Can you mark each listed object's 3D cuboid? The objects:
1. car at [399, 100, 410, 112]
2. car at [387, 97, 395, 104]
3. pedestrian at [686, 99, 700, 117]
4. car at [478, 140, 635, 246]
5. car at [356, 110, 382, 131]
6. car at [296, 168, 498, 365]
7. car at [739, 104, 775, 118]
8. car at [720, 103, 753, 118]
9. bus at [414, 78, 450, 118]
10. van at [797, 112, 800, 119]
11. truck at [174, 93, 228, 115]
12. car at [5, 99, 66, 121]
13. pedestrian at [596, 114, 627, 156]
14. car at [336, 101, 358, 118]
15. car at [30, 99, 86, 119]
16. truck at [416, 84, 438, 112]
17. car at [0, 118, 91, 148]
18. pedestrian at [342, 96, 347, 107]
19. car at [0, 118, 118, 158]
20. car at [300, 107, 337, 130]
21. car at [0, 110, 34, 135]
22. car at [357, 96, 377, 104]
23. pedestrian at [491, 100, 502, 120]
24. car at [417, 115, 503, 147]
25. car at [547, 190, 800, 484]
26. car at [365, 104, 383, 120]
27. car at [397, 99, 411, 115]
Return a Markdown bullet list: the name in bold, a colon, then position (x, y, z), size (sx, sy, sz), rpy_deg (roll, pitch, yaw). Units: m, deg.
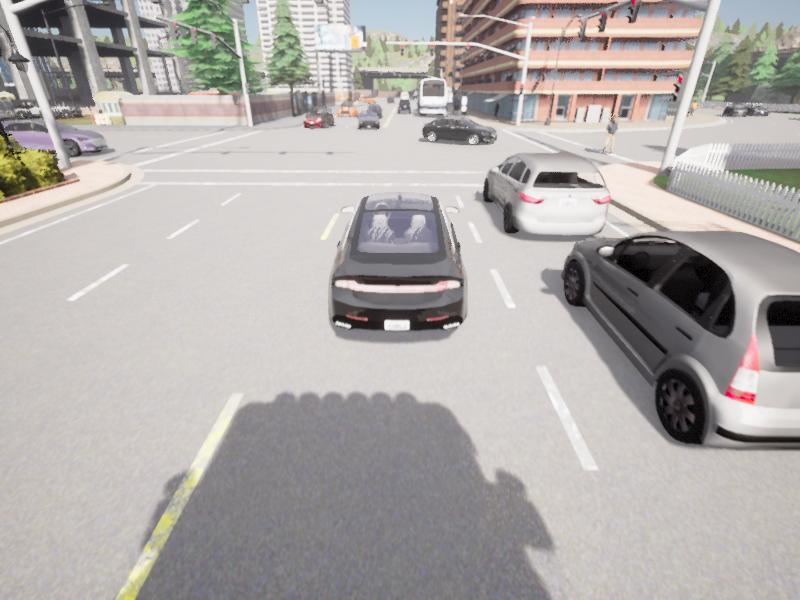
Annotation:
- **car**: position (0.706, -31.014, 63.924), size (1.801, 1.575, 5.366), rpy_deg (0, 28, 1)
- **car**: position (-2.336, -50.234, 100.619), size (1.837, 1.490, 4.892), rpy_deg (0, 28, 1)
- **pedestrian**: position (34.502, -22.544, 47.066), size (0.751, 1.860, 0.751), rpy_deg (25, 36, 39)
- **car**: position (3.563, -2.993, 10.343), size (2.242, 1.667, 4.611), rpy_deg (1, 28, 1)
- **car**: position (-2.757, -15.631, 34.701), size (2.033, 1.411, 5.357), rpy_deg (-2, 27, -5)
- **car**: position (-0.007, -1.019, 6.734), size (2.128, 1.511, 4.902), rpy_deg (0, 28, 1)
- **car**: position (46.530, -24.786, 52.278), size (1.970, 1.475, 3.806), rpy_deg (8, 29, 15)
- **car**: position (42.231, -23.853, 50.289), size (1.789, 1.549, 3.705), rpy_deg (10, 29, 18)
- **bus**: position (3.956, -26.626, 52.653), size (3.944, 4.253, 10.273), rpy_deg (0, 28, 1)
- **van**: position (47.688, -21.571, 45.507), size (1.775, 1.987, 4.442), rpy_deg (12, 30, 21)
- **truck**: position (-25.244, -24.955, 50.914), size (5.204, 2.467, 2.615), rpy_deg (0, 28, 0)
- **car**: position (-37.002, -19.353, 40.739), size (3.866, 1.878, 1.905), rpy_deg (0, 28, 0)
- **pedestrian**: position (10.549, -8.228, 19.990), size (0.751, 1.860, 0.751), rpy_deg (2, 28, 3)
- **car**: position (-6.476, -23.499, 49.285), size (2.097, 1.767, 4.553), rpy_deg (0, 28, 1)
- **car**: position (-36.974, -20.718, 43.344), size (3.866, 1.878, 1.905), rpy_deg (0, 28, 0)
- **truck**: position (4.222, -32.343, 64.008), size (2.891, 3.827, 8.468), rpy_deg (0, 28, 1)
- **car**: position (-21.442, -9.637, 23.092), size (5.357, 1.411, 2.033), rpy_deg (0, 28, 0)
- **pedestrian**: position (-10.773, -38.526, 77.483), size (0.751, 1.860, 0.751), rpy_deg (3, 28, 5)
- **car**: position (-17.396, -8.098, 19.922), size (4.856, 1.649, 2.033), rpy_deg (0, 28, 0)
- **car**: position (-7.052, -15.892, 34.972), size (1.851, 1.617, 3.988), rpy_deg (4, 28, 8)
- **car**: position (-30.403, -12.974, 29.265), size (5.008, 1.535, 1.882), rpy_deg (0, 28, 0)
- **car**: position (-8.226, -49.522, 98.928), size (2.097, 1.767, 4.553), rpy_deg (25, 37, 39)
- **pedestrian**: position (10.336, -20.307, 42.816), size (0.751, 1.860, 0.751), rpy_deg (-2, 28, -3)
- **car**: position (3.649, -10.604, 25.005), size (4.892, 1.490, 1.837), rpy_deg (18, 33, 31)
- **car**: position (3.471, -0.062, 4.821), size (1.851, 1.617, 3.988), rpy_deg (0, 28, 1)
- **car**: position (-3.003, -22.194, 47.136), size (1.837, 1.490, 4.892), rpy_deg (0, 28, 1)
- **car**: position (0.619, -27.461, 56.767), size (1.905, 1.878, 3.866), rpy_deg (0, 28, 1)
